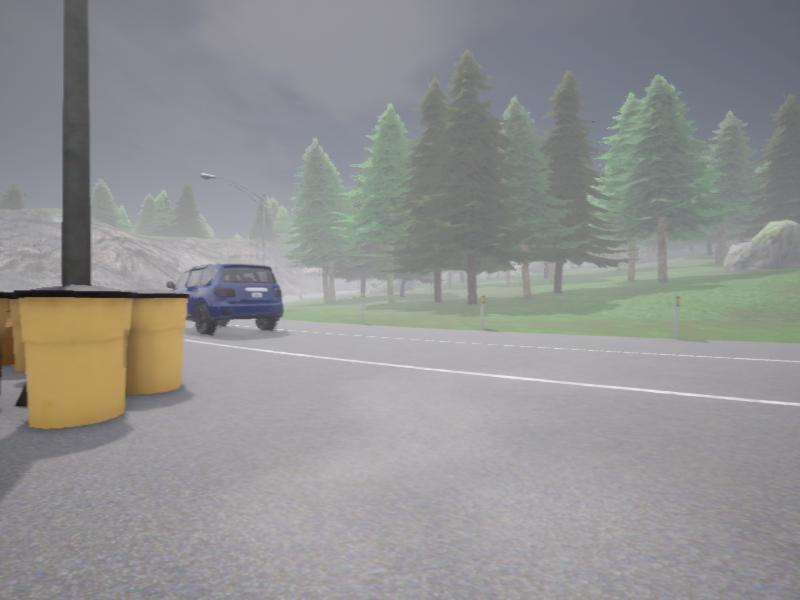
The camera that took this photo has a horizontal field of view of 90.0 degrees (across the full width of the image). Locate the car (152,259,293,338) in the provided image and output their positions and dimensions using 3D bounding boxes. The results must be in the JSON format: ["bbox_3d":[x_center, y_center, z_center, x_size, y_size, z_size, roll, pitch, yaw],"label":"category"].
[{"bbox_3d":[-5.979,-0.025,13.009,5.566,2.045,2.150,0,0,43],"label":"car"}]
